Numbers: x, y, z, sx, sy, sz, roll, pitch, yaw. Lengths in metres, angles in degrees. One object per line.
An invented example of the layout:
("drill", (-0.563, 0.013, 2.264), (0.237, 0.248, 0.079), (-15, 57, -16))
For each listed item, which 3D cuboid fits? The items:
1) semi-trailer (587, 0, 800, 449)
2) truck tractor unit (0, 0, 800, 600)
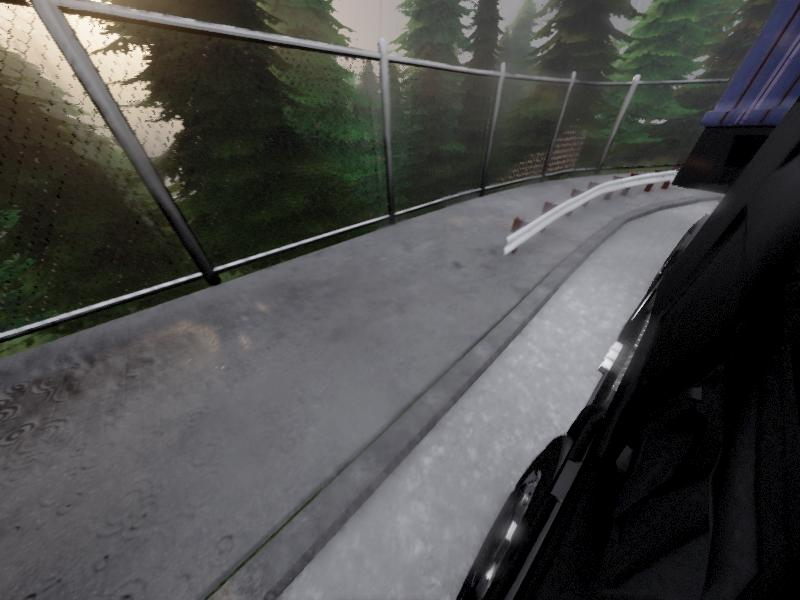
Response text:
("semi-trailer", (10.021, -1.914, 1.938), (14.254, 4.402, 2.717), (-7, 37, -7))
("truck tractor unit", (2.645, -0.295, 0.351), (6.516, 4.208, 3.053), (-28, 44, -30))
